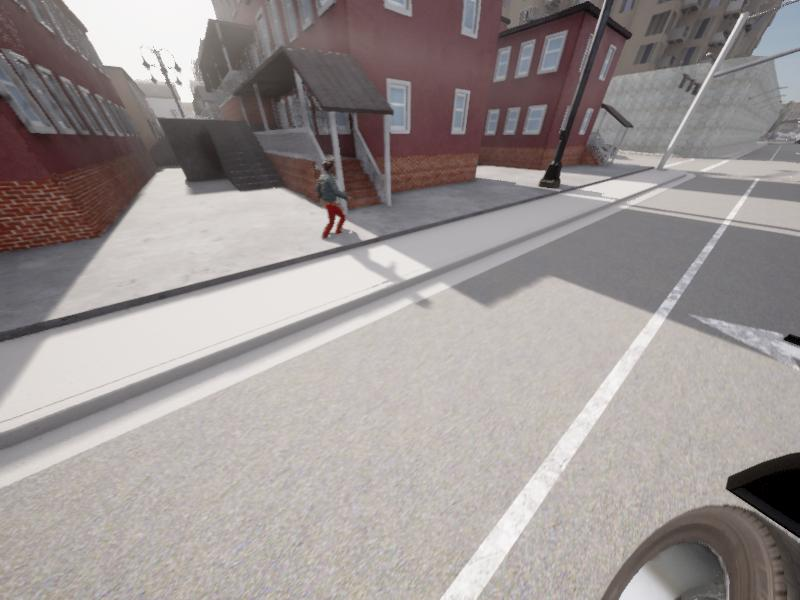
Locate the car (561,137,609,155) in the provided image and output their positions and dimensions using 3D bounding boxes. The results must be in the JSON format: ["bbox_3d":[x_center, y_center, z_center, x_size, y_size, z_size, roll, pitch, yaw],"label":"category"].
[{"bbox_3d":[23.586,-19.780,29.552,1.994,1.385,4.181,-23,47,-29],"label":"car"}]

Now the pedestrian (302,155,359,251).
[{"bbox_3d":[-1.550,-2.215,5.316,0.751,1.860,0.751,-19,39,-24],"label":"pedestrian"}]

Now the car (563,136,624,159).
[{"bbox_3d":[22.029,-17.576,26.532,2.033,1.649,4.856,-23,46,-29],"label":"car"}]
